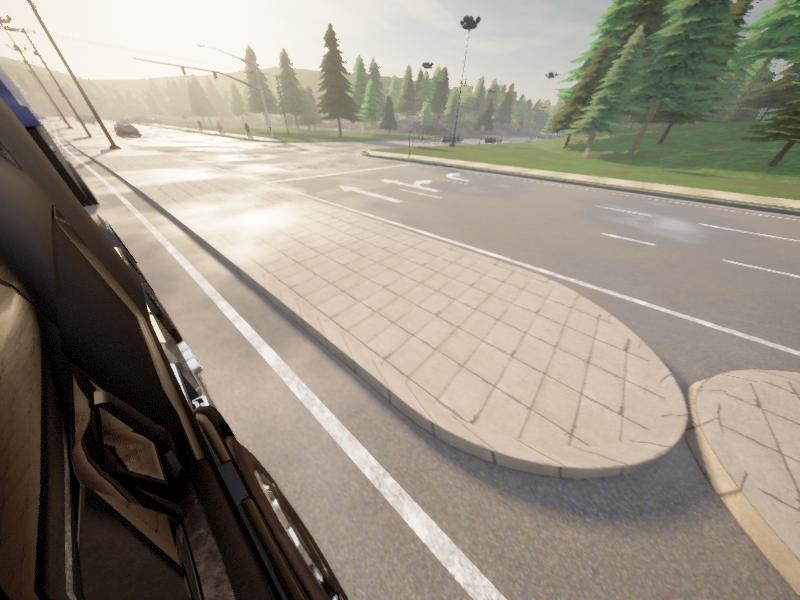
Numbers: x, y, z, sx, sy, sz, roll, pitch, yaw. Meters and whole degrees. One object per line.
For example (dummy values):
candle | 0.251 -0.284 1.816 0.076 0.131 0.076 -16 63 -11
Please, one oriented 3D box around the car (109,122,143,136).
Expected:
car | -36.429 -22.697 30.704 4.181 1.385 1.994 28 44 30

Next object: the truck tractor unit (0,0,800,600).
truck tractor unit | -2.645 -0.295 0.351 6.516 4.208 3.053 28 44 30

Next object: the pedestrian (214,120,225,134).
pedestrian | -31.123 -29.899 39.885 0.751 1.860 0.751 30 45 31

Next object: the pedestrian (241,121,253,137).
pedestrian | -22.328 -24.978 33.817 0.751 1.860 0.751 30 45 32

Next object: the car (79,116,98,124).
car | -81.933 -47.258 60.686 5.027 1.651 2.152 28 44 30

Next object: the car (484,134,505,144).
car | 20.071 -34.089 48.865 2.038 1.542 4.974 29 44 31

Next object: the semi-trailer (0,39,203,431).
semi-trailer | -8.754 -3.552 4.193 14.254 4.402 2.717 27 43 29

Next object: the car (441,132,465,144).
car | 10.002 -30.670 43.675 2.033 1.649 4.856 29 44 31
